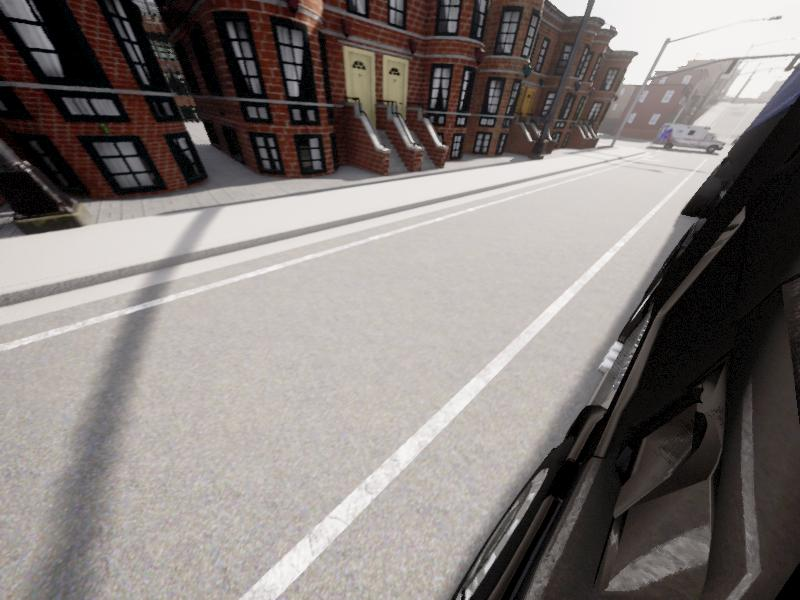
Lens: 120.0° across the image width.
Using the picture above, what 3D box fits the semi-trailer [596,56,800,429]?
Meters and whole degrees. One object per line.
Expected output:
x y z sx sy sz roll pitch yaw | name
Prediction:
8.783 -3.317 4.449 14.254 4.402 2.717 -26 48 -33 | semi-trailer

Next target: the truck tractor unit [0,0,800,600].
2.645 -0.295 0.351 6.516 4.208 3.053 -28 43 -30 | truck tractor unit

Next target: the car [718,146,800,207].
16.476 -5.464 9.956 4.856 1.649 2.033 -20 45 -26 | car

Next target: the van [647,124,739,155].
34.815 -19.421 27.767 2.351 2.431 6.366 -27 48 -32 | van

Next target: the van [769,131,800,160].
46.810 -16.870 25.528 1.988 2.561 5.915 -27 48 -32 | van

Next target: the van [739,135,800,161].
37.942 -15.403 23.472 4.442 1.987 1.775 -8 41 -14 | van
